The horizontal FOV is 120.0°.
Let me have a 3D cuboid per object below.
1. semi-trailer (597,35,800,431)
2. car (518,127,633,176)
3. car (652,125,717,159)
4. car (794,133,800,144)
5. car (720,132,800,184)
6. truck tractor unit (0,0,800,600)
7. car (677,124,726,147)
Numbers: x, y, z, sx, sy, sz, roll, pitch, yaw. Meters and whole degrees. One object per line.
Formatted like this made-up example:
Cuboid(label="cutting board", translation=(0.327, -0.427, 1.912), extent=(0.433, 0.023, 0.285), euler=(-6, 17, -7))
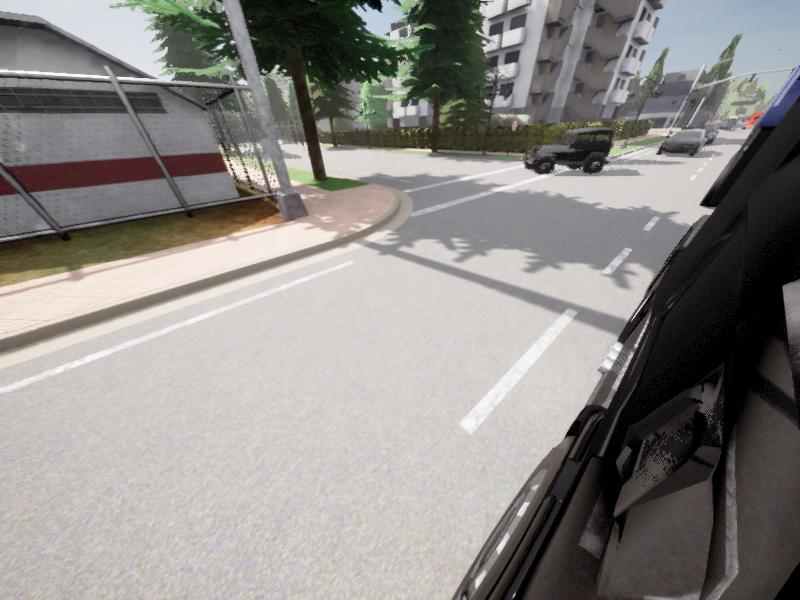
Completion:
Cuboid(label="semi-trailer", translation=(8.749, -3.543, 4.218), extent=(14.254, 4.402, 2.717), euler=(-27, 43, -30))
Cuboid(label="car", translation=(8.647, -7.636, 11.864), extent=(3.866, 1.878, 1.905), euler=(1, 38, 4))
Cuboid(label="car", translation=(20.251, -11.275, 16.398), extent=(5.238, 1.638, 1.930), euler=(-28, 44, -30))
Cuboid(label="car", translation=(38.041, -15.179, 20.802), extent=(5.366, 1.575, 1.801), euler=(-28, 44, -30))
Cuboid(label="car", translation=(15.950, -6.208, 9.919), extent=(3.806, 1.475, 1.970), euler=(-28, 44, -30))
Cuboid(label="truck tractor unit", translation=(2.645, -0.295, 0.351), extent=(6.516, 4.208, 3.053), euler=(-28, 44, -30))
Cuboid(label="car", translation=(29.166, -15.934, 22.315), extent=(4.974, 1.542, 2.038), euler=(-28, 44, -30))
